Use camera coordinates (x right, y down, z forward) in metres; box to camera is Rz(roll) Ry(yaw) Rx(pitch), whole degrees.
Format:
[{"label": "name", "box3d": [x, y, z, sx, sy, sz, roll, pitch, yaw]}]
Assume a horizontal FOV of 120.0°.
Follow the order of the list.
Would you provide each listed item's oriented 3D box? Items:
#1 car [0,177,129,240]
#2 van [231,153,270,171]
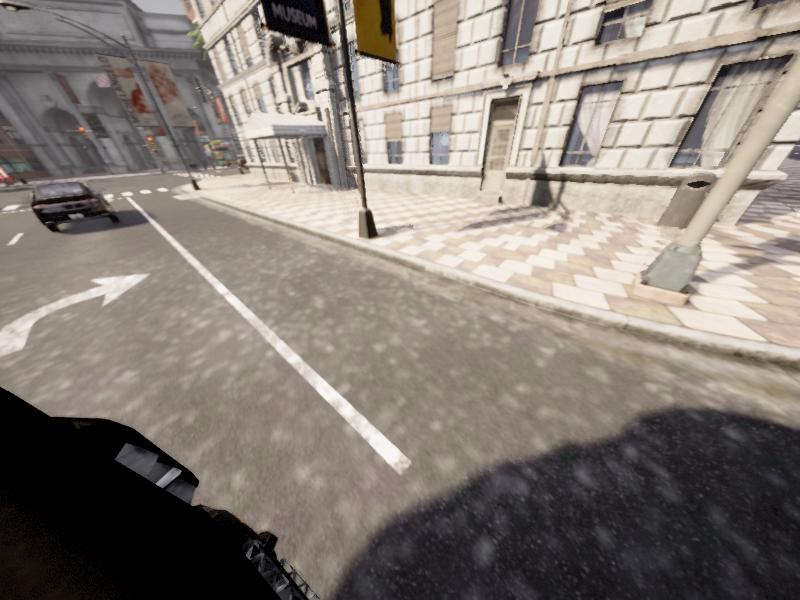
[{"label": "car", "box3d": [-13.368, -3.982, 9.494, 4.902, 1.511, 2.128, 24, 42, 34]}, {"label": "van", "box3d": [-23.200, -21.543, 35.985, 1.775, 1.987, 4.442, 25, 43, 35]}]
